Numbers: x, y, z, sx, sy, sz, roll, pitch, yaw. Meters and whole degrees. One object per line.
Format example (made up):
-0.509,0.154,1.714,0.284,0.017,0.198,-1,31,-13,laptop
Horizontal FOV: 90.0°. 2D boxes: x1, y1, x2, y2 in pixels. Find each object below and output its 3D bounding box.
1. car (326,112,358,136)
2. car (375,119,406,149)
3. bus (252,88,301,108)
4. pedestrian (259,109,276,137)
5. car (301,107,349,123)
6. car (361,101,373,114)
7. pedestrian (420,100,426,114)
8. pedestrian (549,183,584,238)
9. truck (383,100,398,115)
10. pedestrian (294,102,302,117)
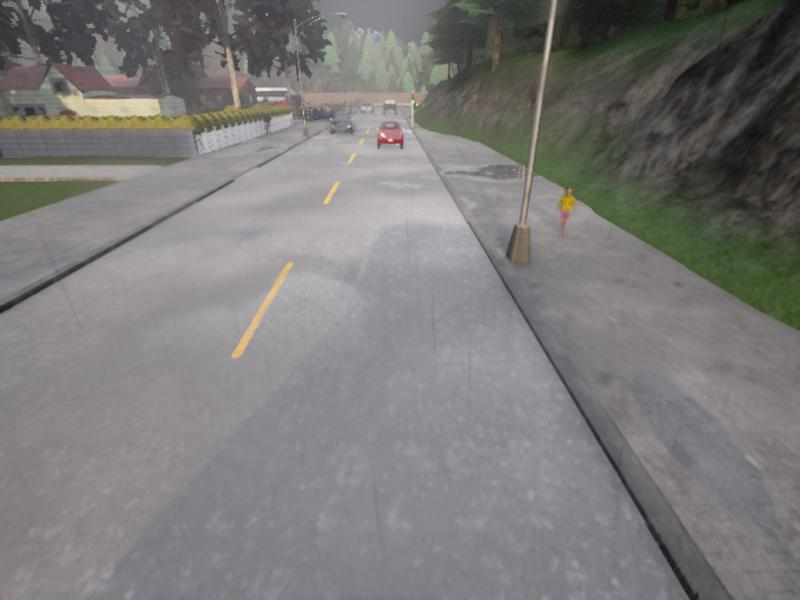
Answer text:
-4.824,-15.011,34.046,2.038,1.542,4.974,-1,28,-1,car
-0.624,-10.693,25.673,1.845,1.501,3.633,-1,27,-1,car
-30.265,-49.726,98.414,10.273,4.253,3.944,-1,27,-1,bus
-10.064,-13.441,30.366,0.751,1.860,0.751,2,27,4,pedestrian
-8.847,-21.862,47.241,5.027,1.651,2.152,8,28,15,car
-5.731,-33.752,70.027,1.932,1.855,4.605,-1,27,-1,car
3.448,-28.713,59.612,0.751,1.860,0.751,0,27,-1,pedestrian
3.745,-2.032,9.063,0.500,1.100,0.500,7,28,14,pedestrian
-1.668,-32.564,67.473,2.390,2.098,6.274,-1,27,-1,truck
-14.443,-26.876,56.430,0.751,1.860,0.751,-1,27,-2,pedestrian
